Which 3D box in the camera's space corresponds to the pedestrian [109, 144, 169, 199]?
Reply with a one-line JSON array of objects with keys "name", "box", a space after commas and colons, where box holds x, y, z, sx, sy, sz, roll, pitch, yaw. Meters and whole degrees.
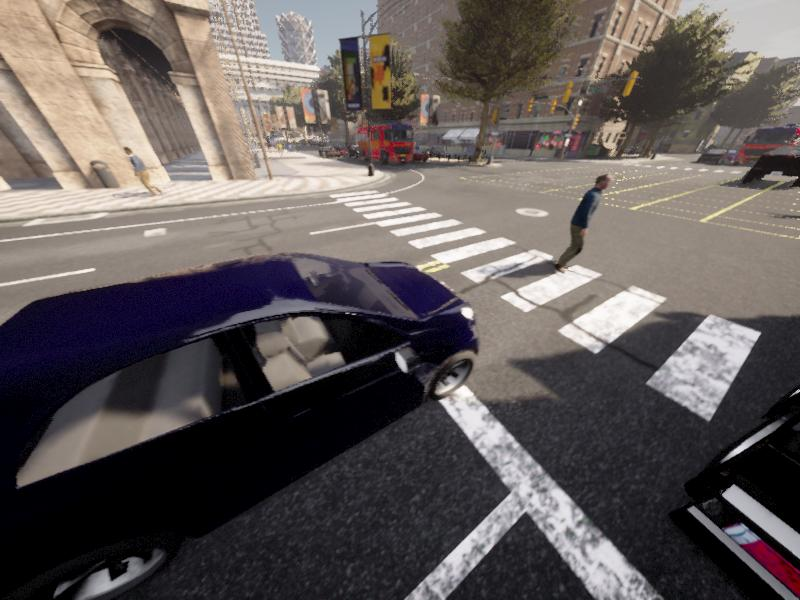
[{"name": "pedestrian", "box": [-10.560, -5.237, 9.449, 0.751, 1.860, 0.751, -16, 38, -22]}]

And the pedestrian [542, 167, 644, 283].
[{"name": "pedestrian", "box": [3.435, -1.388, 4.350, 0.751, 1.860, 0.751, 18, 38, 23]}]

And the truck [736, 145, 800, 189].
[{"name": "truck", "box": [25.372, -8.815, 15.058, 6.274, 2.098, 2.390, -19, 39, -25]}]

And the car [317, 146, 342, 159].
[{"name": "car", "box": [-10.102, -21.100, 32.971, 1.895, 1.301, 4.718, -19, 39, -25]}]

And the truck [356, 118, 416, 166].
[{"name": "truck", "box": [-1.845, -17.803, 26.135, 2.891, 3.827, 8.468, -19, 39, -25]}]

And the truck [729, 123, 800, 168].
[{"name": "truck", "box": [42.395, -17.670, 26.418, 8.468, 3.827, 2.891, -19, 39, -25]}]

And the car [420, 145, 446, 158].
[{"name": "car", "box": [5.026, -23.049, 35.775, 1.970, 1.475, 3.806, -19, 39, -25]}]

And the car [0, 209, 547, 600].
[{"name": "car", "box": [-0.877, 0.367, 2.121, 3.633, 1.501, 1.845, -19, 39, -25]}]

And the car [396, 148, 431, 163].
[{"name": "car", "box": [1.462, -17.484, 27.924, 1.895, 1.301, 4.718, -19, 39, -25]}]

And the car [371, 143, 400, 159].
[{"name": "car", "box": [-2.082, -21.108, 32.641, 2.097, 1.767, 4.553, -19, 39, -25]}]

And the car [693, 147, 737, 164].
[{"name": "car", "box": [39.427, -18.104, 28.915, 5.238, 1.638, 1.930, -19, 40, -26]}]

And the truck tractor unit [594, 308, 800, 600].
[{"name": "truck tractor unit", "box": [5.217, -0.178, 0.609, 6.516, 4.208, 3.053, -13, 37, -18]}]

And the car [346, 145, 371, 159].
[{"name": "car", "box": [-5.781, -20.631, 32.197, 1.970, 1.475, 3.806, -19, 39, -25]}]
